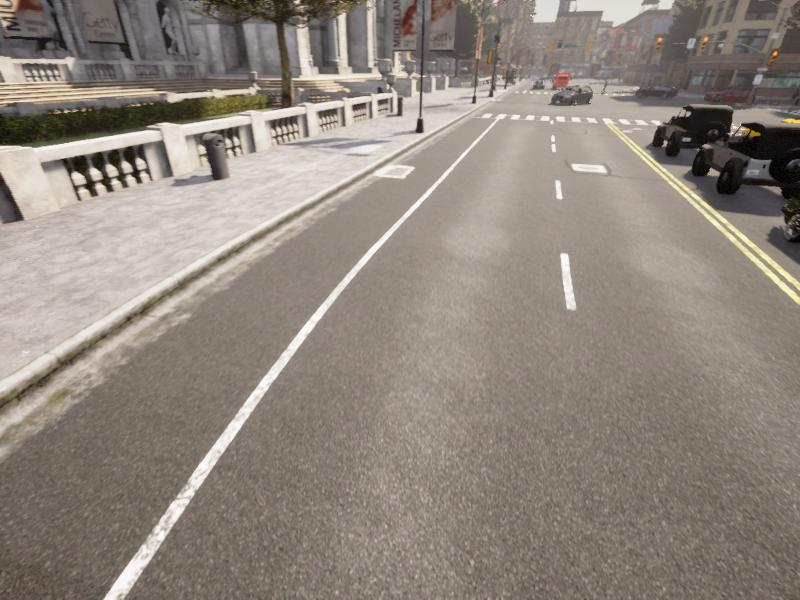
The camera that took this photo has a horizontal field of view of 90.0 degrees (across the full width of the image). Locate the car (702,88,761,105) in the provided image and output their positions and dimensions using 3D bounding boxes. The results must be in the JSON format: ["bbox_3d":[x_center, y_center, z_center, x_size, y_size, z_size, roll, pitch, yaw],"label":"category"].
[{"bbox_3d":[34.596,-21.305,41.876,4.181,1.385,1.994,9,31,14],"label":"car"}]

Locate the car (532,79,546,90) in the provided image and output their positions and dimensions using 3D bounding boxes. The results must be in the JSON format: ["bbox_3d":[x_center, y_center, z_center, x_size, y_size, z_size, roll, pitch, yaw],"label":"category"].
[{"bbox_3d":[22.853,-35.359,65.652,1.970,1.475,3.806,10,31,15],"label":"car"}]

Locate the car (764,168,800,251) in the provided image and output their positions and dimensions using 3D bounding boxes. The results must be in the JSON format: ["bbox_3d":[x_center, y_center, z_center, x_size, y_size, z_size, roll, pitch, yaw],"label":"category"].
[{"bbox_3d":[8.503,-0.916,6.489,1.895,1.301,4.718,8,31,13],"label":"car"}]

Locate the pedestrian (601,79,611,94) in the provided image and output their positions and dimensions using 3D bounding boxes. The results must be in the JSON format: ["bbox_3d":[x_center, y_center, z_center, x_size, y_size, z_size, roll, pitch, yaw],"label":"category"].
[{"bbox_3d":[28.523,-29.587,55.431,0.751,1.860,0.751,10,31,15],"label":"pedestrian"}]

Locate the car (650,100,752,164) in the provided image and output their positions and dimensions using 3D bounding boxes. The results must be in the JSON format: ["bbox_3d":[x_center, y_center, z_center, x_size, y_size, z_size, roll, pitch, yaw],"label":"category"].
[{"bbox_3d":[12.062,-7.022,16.437,1.905,1.878,3.866,9,31,14],"label":"car"}]

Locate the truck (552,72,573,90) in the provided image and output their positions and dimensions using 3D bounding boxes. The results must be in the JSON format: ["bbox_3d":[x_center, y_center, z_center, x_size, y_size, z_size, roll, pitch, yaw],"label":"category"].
[{"bbox_3d":[26.939,-36.413,66.544,2.627,2.467,5.204,9,32,15],"label":"truck"}]

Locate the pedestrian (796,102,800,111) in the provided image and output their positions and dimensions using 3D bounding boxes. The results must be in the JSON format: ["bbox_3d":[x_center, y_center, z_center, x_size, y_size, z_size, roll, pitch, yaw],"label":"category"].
[{"bbox_3d":[35.133,-17.261,34.415,0.751,1.860,0.751,16,33,24],"label":"pedestrian"}]

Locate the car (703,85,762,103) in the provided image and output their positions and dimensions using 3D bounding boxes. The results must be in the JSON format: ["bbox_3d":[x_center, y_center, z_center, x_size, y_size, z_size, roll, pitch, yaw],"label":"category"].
[{"bbox_3d":[37.057,-23.044,44.748,4.514,1.525,2.007,12,32,19],"label":"car"}]

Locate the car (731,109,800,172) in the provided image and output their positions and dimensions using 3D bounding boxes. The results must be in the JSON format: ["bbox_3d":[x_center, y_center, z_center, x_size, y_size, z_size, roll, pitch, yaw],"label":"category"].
[{"bbox_3d":[15.414,-6.374,15.697,1.801,1.575,5.366,10,31,15],"label":"car"}]

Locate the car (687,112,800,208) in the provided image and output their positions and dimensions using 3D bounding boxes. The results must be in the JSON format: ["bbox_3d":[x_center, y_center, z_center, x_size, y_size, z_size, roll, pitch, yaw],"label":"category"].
[{"bbox_3d":[10.311,-4.207,11.576,1.905,1.878,3.866,9,31,14],"label":"car"}]

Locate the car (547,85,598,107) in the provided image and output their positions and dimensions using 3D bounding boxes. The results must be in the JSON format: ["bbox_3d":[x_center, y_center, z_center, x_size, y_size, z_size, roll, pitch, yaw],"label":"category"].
[{"bbox_3d":[16.644,-19.781,38.626,4.611,1.667,2.242,-21,36,-32],"label":"car"}]

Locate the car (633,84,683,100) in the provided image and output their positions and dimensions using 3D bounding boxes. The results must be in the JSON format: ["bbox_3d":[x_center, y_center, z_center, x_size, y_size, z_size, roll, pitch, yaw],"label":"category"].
[{"bbox_3d":[31.341,-25.383,48.735,1.812,1.442,4.674,-21,36,-32],"label":"car"}]
